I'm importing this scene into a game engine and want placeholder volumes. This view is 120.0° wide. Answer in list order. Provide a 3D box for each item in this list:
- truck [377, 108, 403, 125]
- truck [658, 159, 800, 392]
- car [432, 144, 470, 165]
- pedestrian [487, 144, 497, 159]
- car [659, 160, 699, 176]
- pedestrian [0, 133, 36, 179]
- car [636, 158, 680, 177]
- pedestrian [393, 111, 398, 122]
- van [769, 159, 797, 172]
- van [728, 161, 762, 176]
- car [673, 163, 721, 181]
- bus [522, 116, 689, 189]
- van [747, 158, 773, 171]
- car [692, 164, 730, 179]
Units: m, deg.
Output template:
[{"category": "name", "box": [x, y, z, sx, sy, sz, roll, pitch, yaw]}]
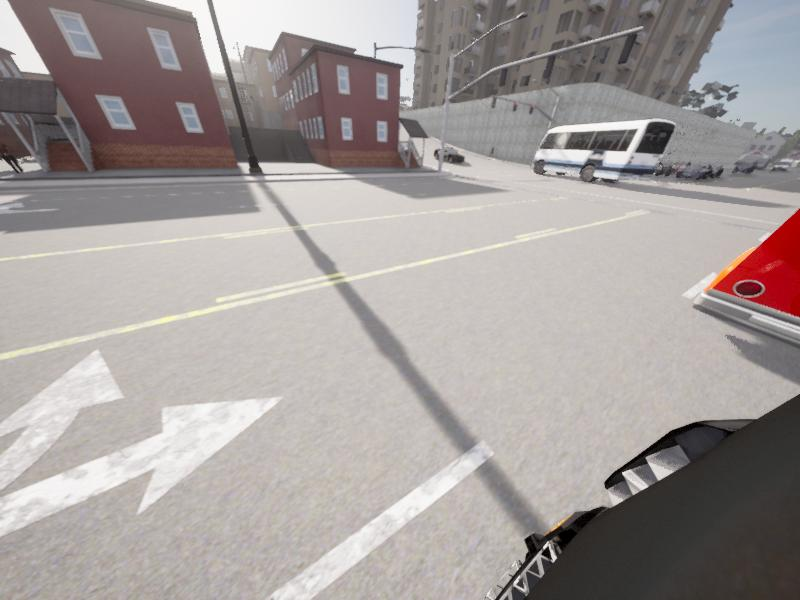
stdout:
[{"category": "truck", "box": [-3.416, -61.846, 78.142, 8.468, 3.827, 2.891, -16, 38, -25]}, {"category": "truck", "box": [6.944, -0.571, 2.938, 5.204, 2.467, 2.627, -15, 38, -23]}, {"category": "car", "box": [6.688, -19.580, 31.063, 1.930, 1.638, 5.238, -17, 44, -26]}, {"category": "pedestrian", "box": [14.469, -23.446, 36.496, 0.751, 1.860, 0.751, -16, 38, -25]}, {"category": "car", "box": [39.194, -18.641, 32.511, 4.553, 1.767, 2.097, -16, 38, -26]}, {"category": "pedestrian", "box": [-19.507, -7.145, 11.476, 0.751, 1.860, 0.751, 27, 41, 32]}, {"category": "car", "box": [32.528, -16.715, 29.146, 4.605, 1.855, 1.932, -16, 38, -26]}, {"category": "pedestrian", "box": [-1.053, -44.591, 56.112, 0.751, 1.860, 0.751, -18, 39, -27]}, {"category": "van", "box": [91.365, -32.056, 55.078, 5.915, 2.561, 1.988, -16, 38, -26]}, {"category": "van", "box": [56.111, -21.443, 37.573, 4.442, 1.987, 1.775, -16, 38, -26]}, {"category": "car", "box": [34.443, -14.923, 26.816, 4.856, 1.649, 2.033, -16, 38, -26]}, {"category": "bus", "box": [16.861, -13.271, 20.892, 3.944, 4.253, 10.273, -5, 34, -13]}, {"category": "van", "box": [90.176, -33.958, 57.844, 5.915, 2.561, 1.988, -16, 38, -26]}, {"category": "car", "box": [39.587, -16.399, 29.423, 3.633, 1.501, 1.845, -17, 38, -26]}]
